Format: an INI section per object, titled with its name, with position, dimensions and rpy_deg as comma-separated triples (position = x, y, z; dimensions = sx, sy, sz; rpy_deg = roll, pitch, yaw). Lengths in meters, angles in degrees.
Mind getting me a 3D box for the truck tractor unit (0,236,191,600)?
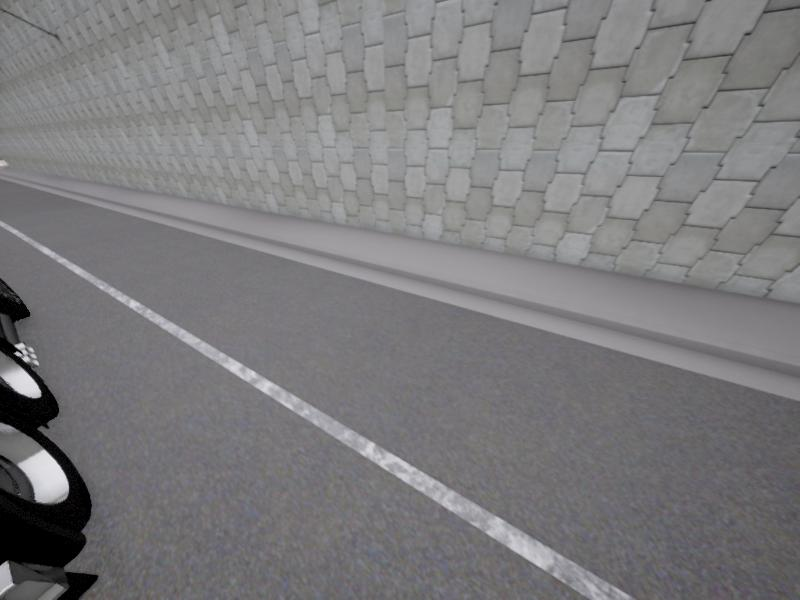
[truck tractor unit]
position = -5.062, -0.346, 0.849
dimensions = 6.516, 4.208, 3.053
rpy_deg = 20, 40, 26
